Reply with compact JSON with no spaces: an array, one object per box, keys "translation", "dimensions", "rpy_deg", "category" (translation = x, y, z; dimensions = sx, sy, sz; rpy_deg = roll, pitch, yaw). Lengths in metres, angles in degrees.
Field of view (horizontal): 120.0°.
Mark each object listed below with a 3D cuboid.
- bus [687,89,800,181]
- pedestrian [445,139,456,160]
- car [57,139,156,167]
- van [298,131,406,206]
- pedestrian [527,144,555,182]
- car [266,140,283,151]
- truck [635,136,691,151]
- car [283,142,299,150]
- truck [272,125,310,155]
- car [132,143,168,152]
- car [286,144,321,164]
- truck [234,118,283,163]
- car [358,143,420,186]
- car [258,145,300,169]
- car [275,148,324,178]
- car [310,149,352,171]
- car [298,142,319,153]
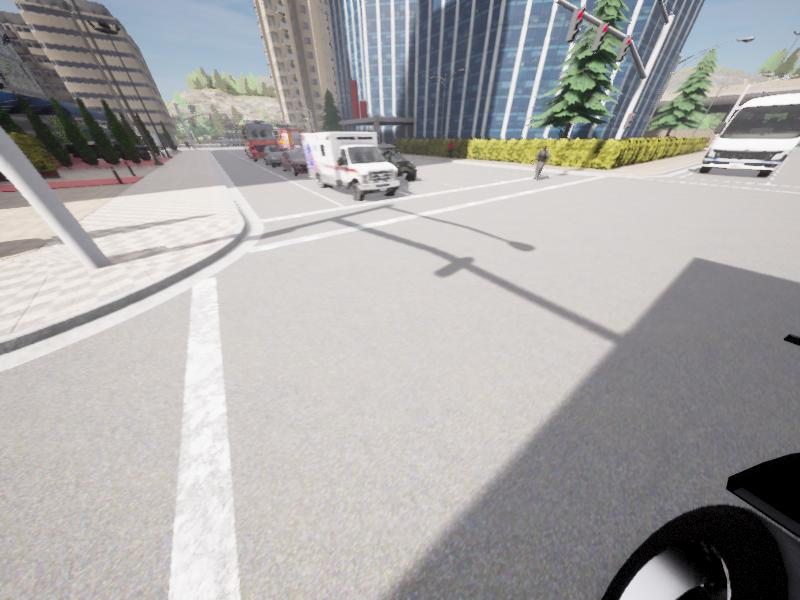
[{"translation":[25.670,-11.433,16.224],"dimensions":[10.273,4.253,3.944],"rpy_deg":[-22,41,-28],"category":"bus"},{"translation":[5.560,-16.611,25.490],"dimensions":[0.751,1.860,0.751],"rpy_deg":[-20,40,-25],"category":"pedestrian"},{"translation":[-29.308,-15.185,23.599],"dimensions":[2.390,2.098,6.274],"rpy_deg":[-3,35,-4],"category":"car"},{"translation":[-2.558,-6.662,11.264],"dimensions":[2.351,2.431,6.366],"rpy_deg":[-23,41,-28],"category":"van"},{"translation":[8.348,-8.134,13.715],"dimensions":[0.751,1.860,0.751],"rpy_deg":[25,42,31],"category":"pedestrian"},{"translation":[-26.846,-32.991,49.327],"dimensions":[2.097,1.767,4.553],"rpy_deg":[-22,41,-28],"category":"car"},{"translation":[48.134,-28.834,42.486],"dimensions":[2.390,2.098,6.274],"rpy_deg":[-22,41,-28],"category":"truck"},{"translation":[-24.368,-34.301,51.534],"dimensions":[1.994,1.385,4.181],"rpy_deg":[-22,41,-28],"category":"car"},{"translation":[-18.596,-27.155,39.228],"dimensions":[2.891,3.827,8.468],"rpy_deg":[-22,41,-28],"category":"truck"},{"translation":[-53.788,-33.000,49.823],"dimensions":[4.792,1.488,2.163],"rpy_deg":[-22,41,-28],"category":"car"},{"translation":[-10.885,-16.546,26.023],"dimensions":[1.930,1.638,5.238],"rpy_deg":[-23,41,-28],"category":"car"},{"translation":[-16.871,-18.843,27.432],"dimensions":[2.891,3.827,8.468],"rpy_deg":[-22,40,-27],"category":"truck"},{"translation":[-0.761,-8.472,14.273],"dimensions":[1.905,1.878,3.866],"rpy_deg":[-23,42,-28],"category":"car"},{"translation":[-11.489,-13.565,21.776],"dimensions":[2.242,1.667,4.611],"rpy_deg":[-22,41,-28],"category":"car"},{"translation":[-7.677,-10.429,17.416],"dimensions":[1.882,1.535,5.008],"rpy_deg":[-22,41,-28],"category":"car"},{"translation":[-6.252,-12.694,20.764],"dimensions":[1.994,1.385,4.181],"rpy_deg":[-22,41,-28],"category":"car"},{"translation":[-17.183,-28.552,43.205],"dimensions":[2.128,1.511,4.902],"rpy_deg":[-22,41,-28],"category":"car"}]
